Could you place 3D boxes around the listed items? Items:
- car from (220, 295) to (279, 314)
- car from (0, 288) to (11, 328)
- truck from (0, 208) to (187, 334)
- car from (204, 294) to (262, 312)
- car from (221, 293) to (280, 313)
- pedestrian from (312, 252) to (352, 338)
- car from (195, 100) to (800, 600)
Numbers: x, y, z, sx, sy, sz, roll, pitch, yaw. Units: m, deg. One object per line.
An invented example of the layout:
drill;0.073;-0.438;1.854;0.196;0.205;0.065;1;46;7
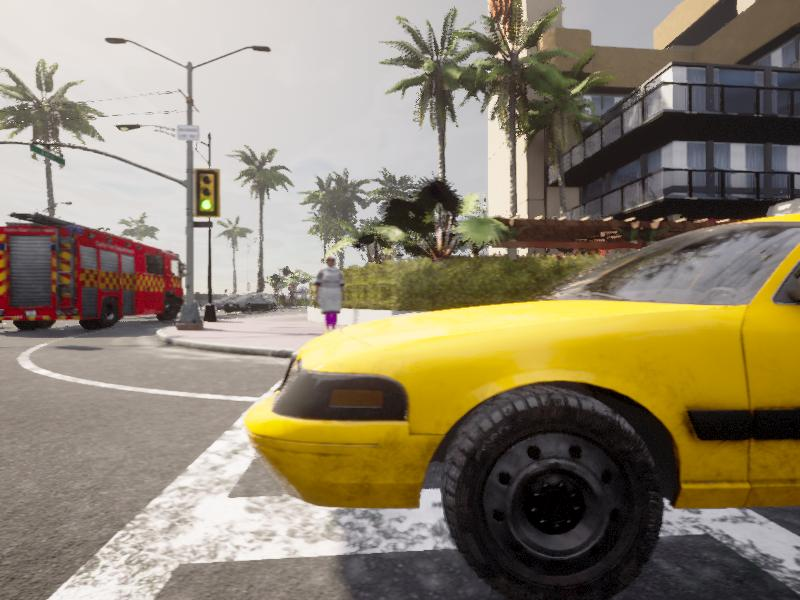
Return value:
car;-11.705;0.365;31.489;1.994;1.385;4.181;0;0;24
car;-15.466;0.301;13.178;1.970;1.475;3.806;0;0;-9
truck;-12.025;-0.878;16.476;2.891;3.827;8.468;0;0;-7
car;-15.884;0.251;38.413;2.033;1.649;4.856;-1;0;32
car;-13.352;0.222;35.949;2.242;1.667;4.611;0;0;30
pedestrian;-1.573;-0.101;9.175;0.751;1.860;0.751;0;0;-24
car;2.033;0.201;2.212;5.366;1.575;1.801;0;0;-3
